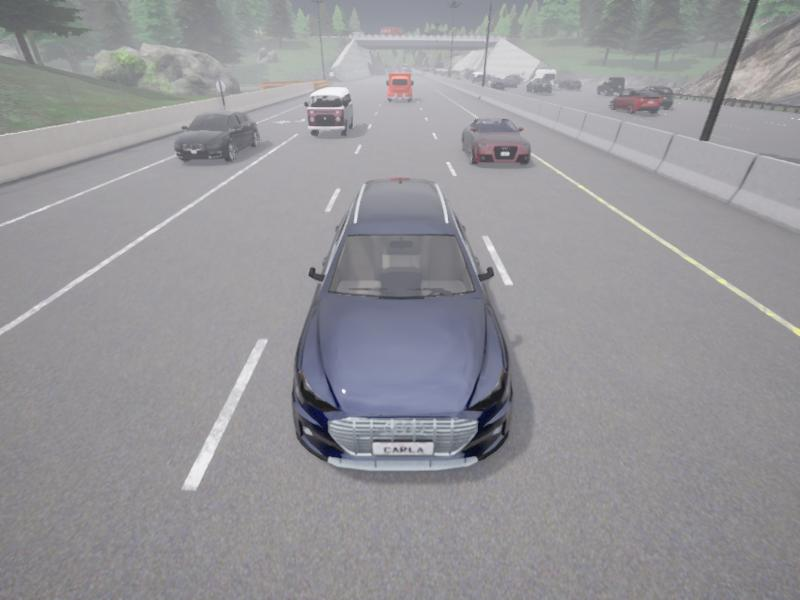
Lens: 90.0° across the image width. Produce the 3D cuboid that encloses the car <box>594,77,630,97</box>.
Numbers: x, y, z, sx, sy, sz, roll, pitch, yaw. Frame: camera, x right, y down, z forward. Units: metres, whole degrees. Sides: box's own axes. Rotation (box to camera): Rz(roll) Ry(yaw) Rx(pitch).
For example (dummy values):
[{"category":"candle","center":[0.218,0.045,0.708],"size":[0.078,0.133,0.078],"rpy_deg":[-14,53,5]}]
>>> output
[{"category":"car","center":[24.488,-24.710,46.339],"size":[1.905,1.878,3.866],"rpy_deg":[0,30,0]}]

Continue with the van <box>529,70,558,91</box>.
[{"category":"van","center":[20.987,-32.343,58.742],"size":[1.988,2.561,5.915],"rpy_deg":[0,30,0]}]

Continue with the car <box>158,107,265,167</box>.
[{"category":"car","center":[-6.997,-6.469,15.563],"size":[1.837,1.490,4.892],"rpy_deg":[0,30,0]}]

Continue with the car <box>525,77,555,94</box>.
[{"category":"car","center":[17.485,-26.973,50.301],"size":[2.097,1.767,4.553],"rpy_deg":[0,30,0]}]

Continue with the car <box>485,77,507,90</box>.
[{"category":"car","center":[13.982,-31.766,58.749],"size":[2.038,1.542,4.974],"rpy_deg":[0,30,0]}]

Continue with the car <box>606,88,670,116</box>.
[{"category":"car","center":[17.473,-14.759,29.702],"size":[2.007,1.525,4.514],"rpy_deg":[0,30,0]}]

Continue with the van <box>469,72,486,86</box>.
[{"category":"van","center":[13.978,-39.939,72.209],"size":[2.069,2.038,4.480],"rpy_deg":[0,30,0]}]

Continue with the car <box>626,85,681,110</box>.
[{"category":"car","center":[20.993,-16.955,33.376],"size":[1.851,1.617,3.988],"rpy_deg":[0,30,0]}]

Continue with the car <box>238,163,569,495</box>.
[{"category":"car","center":[0.012,-0.341,4.963],"size":[2.033,1.649,4.856],"rpy_deg":[0,30,0]}]

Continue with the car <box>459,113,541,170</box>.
[{"category":"car","center":[3.497,-6.017,14.918],"size":[1.994,1.385,4.181],"rpy_deg":[0,30,0]}]

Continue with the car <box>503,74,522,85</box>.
[{"category":"car","center":[20.978,-41.151,74.681],"size":[2.242,1.667,4.611],"rpy_deg":[0,30,0]}]

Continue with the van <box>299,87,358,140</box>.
[{"category":"van","center":[-3.453,-9.592,20.359],"size":[2.069,2.038,4.480],"rpy_deg":[0,30,1]}]

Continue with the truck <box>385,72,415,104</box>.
[{"category":"truck","center":[-0.010,-20.518,38.600],"size":[2.627,2.467,5.204],"rpy_deg":[0,30,0]}]

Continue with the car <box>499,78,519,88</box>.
[{"category":"car","center":[17.481,-34.962,64.373],"size":[1.994,1.385,4.181],"rpy_deg":[0,30,0]}]

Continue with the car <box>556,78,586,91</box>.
[{"category":"car","center":[24.484,-31.057,57.566],"size":[2.128,1.511,4.902],"rpy_deg":[0,30,0]}]
